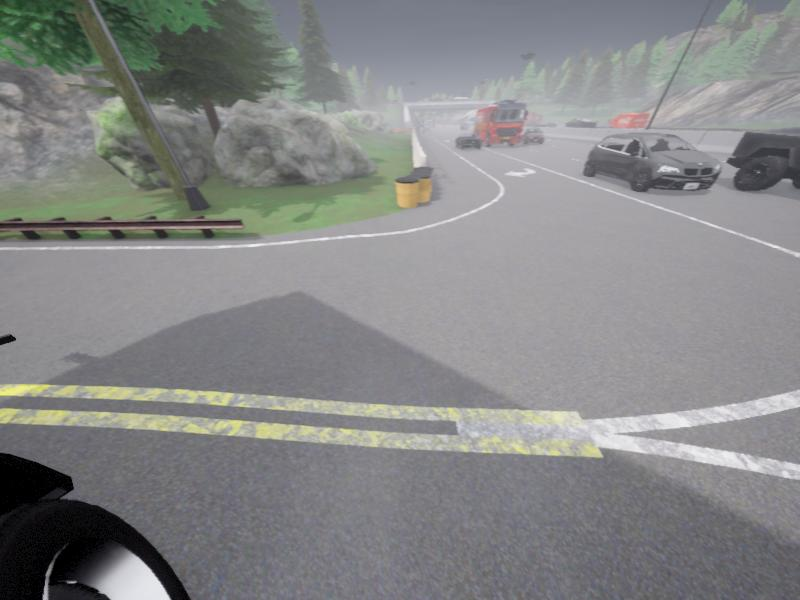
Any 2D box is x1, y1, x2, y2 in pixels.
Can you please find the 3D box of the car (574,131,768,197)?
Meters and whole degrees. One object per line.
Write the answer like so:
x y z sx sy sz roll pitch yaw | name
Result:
9.664 -5.530 9.095 2.242 1.667 4.611 0 37 3 | car

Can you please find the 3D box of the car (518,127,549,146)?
14.826 -18.373 25.881 1.816 1.474 4.193 6 38 11 | car

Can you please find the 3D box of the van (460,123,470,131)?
19.612 -52.502 70.056 1.775 1.987 4.442 0 37 3 | van

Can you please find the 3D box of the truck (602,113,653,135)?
35.524 -27.742 36.408 2.627 2.467 5.204 0 38 3 | truck

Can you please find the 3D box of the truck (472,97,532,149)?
10.424 -18.985 24.948 2.891 3.827 8.468 0 37 3 | truck

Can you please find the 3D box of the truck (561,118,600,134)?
32.259 -31.418 41.690 2.390 2.098 6.274 0 38 3 | truck

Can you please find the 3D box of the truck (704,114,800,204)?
13.016 -3.493 5.907 2.390 2.098 6.274 0 37 3 | truck

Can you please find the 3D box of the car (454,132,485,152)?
6.838 -15.898 23.150 1.895 1.301 4.718 0 37 3 | car
